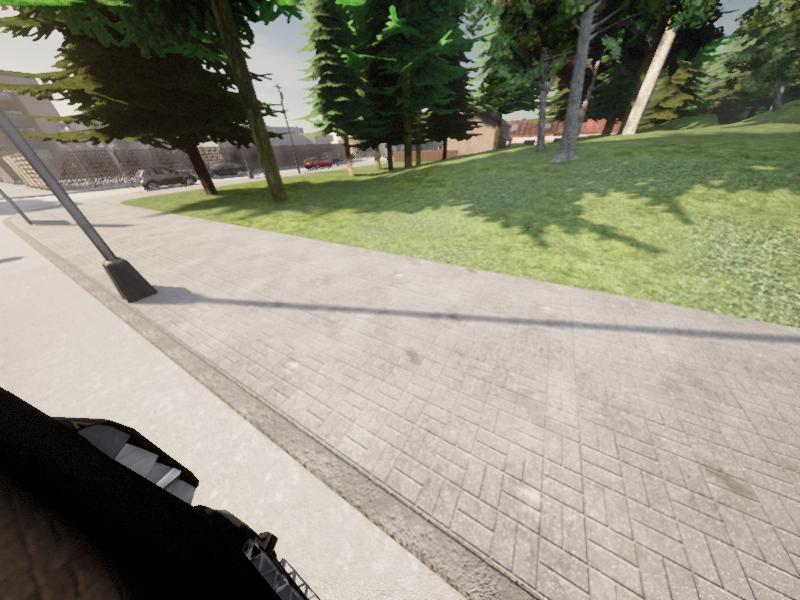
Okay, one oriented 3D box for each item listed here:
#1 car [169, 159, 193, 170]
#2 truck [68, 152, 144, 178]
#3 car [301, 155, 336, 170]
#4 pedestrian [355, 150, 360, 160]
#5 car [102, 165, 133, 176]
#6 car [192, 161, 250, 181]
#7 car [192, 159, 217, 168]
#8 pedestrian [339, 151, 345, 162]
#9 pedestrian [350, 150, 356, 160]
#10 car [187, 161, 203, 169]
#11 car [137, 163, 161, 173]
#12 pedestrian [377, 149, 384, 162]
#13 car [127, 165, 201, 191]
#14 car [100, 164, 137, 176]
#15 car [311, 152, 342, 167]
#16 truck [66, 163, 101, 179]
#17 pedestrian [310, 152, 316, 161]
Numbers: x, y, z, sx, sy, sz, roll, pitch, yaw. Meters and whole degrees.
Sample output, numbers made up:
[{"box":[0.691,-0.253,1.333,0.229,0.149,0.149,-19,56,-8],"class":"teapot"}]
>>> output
[{"box":[-45.894,-28.409,48.482,3.866,1.878,1.905,16,38,26],"class":"car"},{"box":[-59.429,-27.635,47.110,2.891,3.827,8.468,16,38,26],"class":"truck"},{"box":[-11.531,-19.634,33.030,2.007,1.525,4.514,14,37,23],"class":"car"},{"box":[-9.536,-32.611,51.861,0.751,1.860,0.751,-5,34,-3],"class":"pedestrian"},{"box":[-51.184,-23.460,41.863,5.357,1.415,2.033,16,38,26],"class":"car"},{"box":[-20.787,-15.183,27.075,1.837,1.490,4.892,15,38,25],"class":"car"},{"box":[-43.544,-30.398,51.484,4.611,1.667,2.242,16,38,26],"class":"car"},{"box":[-11.785,-29.300,47.053,0.751,1.860,0.751,6,35,14],"class":"pedestrian"},{"box":[-10.759,-32.941,52.453,0.751,1.860,0.751,18,39,28],"class":"pedestrian"},{"box":[-44.064,-29.102,49.761,2.207,1.379,1.481,16,38,26],"class":"car"},{"box":[-49.227,-25.943,45.337,3.633,1.501,1.845,16,38,26],"class":"car"},{"box":[-3.363,-25.344,40.453,0.751,1.860,0.751,-30,42,-35],"class":"pedestrian"},{"box":[-20.761,-10.899,20.526,1.851,1.617,3.988,17,38,27],"class":"car"},{"box":[-50.936,-23.594,41.916,1.789,1.547,3.705,16,38,26],"class":"car"},{"box":[-12.349,-23.849,39.125,1.932,1.855,4.605,15,37,25],"class":"car"},{"box":[-53.303,-21.786,38.944,4.478,2.038,2.069,16,38,26],"class":"truck"},{"box":[-20.968,-34.640,55.808,0.751,1.860,0.751,13,37,23],"class":"pedestrian"}]
